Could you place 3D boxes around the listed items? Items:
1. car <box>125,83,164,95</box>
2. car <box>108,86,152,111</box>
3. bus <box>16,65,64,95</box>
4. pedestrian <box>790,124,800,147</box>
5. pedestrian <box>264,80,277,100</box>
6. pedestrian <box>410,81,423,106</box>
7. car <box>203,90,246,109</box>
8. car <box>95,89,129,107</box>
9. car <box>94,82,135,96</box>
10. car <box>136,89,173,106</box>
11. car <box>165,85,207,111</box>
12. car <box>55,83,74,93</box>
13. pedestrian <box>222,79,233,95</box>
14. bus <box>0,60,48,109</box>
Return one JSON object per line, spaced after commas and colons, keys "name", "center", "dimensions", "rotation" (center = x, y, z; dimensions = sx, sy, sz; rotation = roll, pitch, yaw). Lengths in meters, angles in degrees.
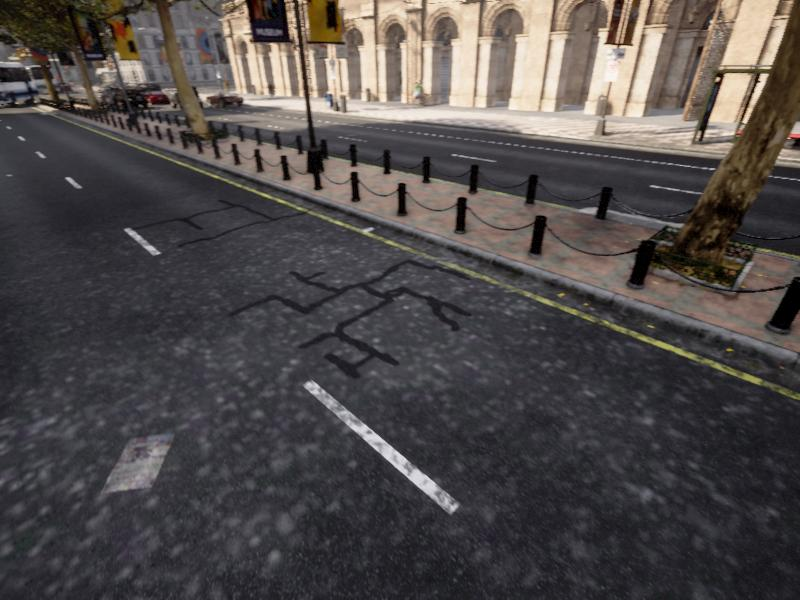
{"name": "car", "center": [-40.433, -33.526, 63.426], "dimensions": [2.007, 1.525, 4.514], "rotation": [25, 39, 37]}
{"name": "car", "center": [-25.431, -18.962, 37.585], "dimensions": [1.932, 1.855, 4.605], "rotation": [-27, 39, -37]}
{"name": "bus", "center": [-63.363, -38.713, 70.382], "dimensions": [3.944, 4.253, 10.273], "rotation": [-27, 39, -37]}
{"name": "pedestrian", "center": [15.350, -6.404, 15.101], "dimensions": [0.500, 1.100, 0.500], "rotation": [-27, 39, -37]}
{"name": "pedestrian", "center": [-14.088, -22.921, 43.668], "dimensions": [0.751, 1.860, 0.751], "rotation": [22, 37, 33]}
{"name": "pedestrian", "center": [1.379, -17.231, 33.390], "dimensions": [0.751, 1.860, 0.751], "rotation": [-27, 39, -37]}
{"name": "car", "center": [-16.938, -19.344, 38.525], "dimensions": [1.895, 1.301, 4.718], "rotation": [-27, 39, -37]}
{"name": "car", "center": [-30.130, -21.151, 41.843], "dimensions": [1.845, 1.501, 3.633], "rotation": [-27, 39, -37]}
{"name": "car", "center": [-45.316, -33.597, 63.554], "dimensions": [2.242, 1.667, 4.611], "rotation": [26, 40, 38]}
{"name": "car", "center": [-26.290, -21.681, 42.785], "dimensions": [1.994, 1.385, 4.181], "rotation": [-27, 39, -37]}
{"name": "car", "center": [-19.721, -18.645, 36.838], "dimensions": [1.905, 1.878, 3.866], "rotation": [-27, 39, -37]}
{"name": "car", "center": [-63.283, -40.054, 75.469], "dimensions": [1.812, 1.442, 4.674], "rotation": [-27, 39, -37]}
{"name": "pedestrian", "center": [-22.833, -28.129, 52.896], "dimensions": [0.751, 1.860, 0.751], "rotation": [-27, 39, -37]}
{"name": "bus", "center": [-43.370, -23.520, 43.641], "dimensions": [3.944, 4.253, 10.273], "rotation": [-14, 33, -19]}
